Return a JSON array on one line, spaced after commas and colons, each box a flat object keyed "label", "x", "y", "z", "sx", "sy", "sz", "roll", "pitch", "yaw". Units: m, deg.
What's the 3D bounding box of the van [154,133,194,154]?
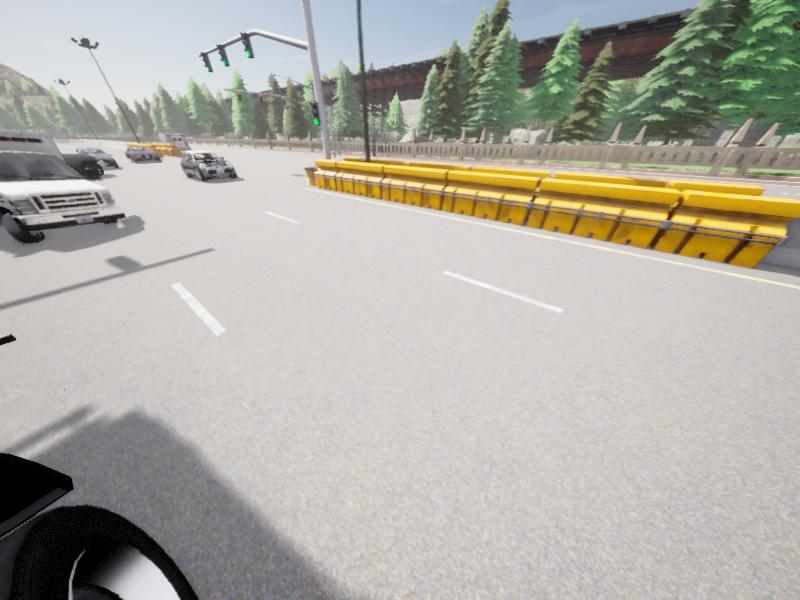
[{"label": "van", "x": -35.246, "y": -24.415, "z": 35.950, "sx": 6.366, "sy": 2.431, "sz": 2.351, "roll": 24, "pitch": 42, "yaw": 30}]

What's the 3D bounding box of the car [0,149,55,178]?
[{"label": "car", "x": -26.031, "y": -9.505, "z": 15.924, "sx": 4.181, "sy": 1.385, "sz": 1.994, "roll": 25, "pitch": 42, "yaw": 30}]

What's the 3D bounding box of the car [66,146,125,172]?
[{"label": "car", "x": -24.717, "y": -11.488, "z": 18.702, "sx": 5.357, "sy": 1.411, "sz": 2.033, "roll": 24, "pitch": 42, "yaw": 30}]

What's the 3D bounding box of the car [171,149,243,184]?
[{"label": "car", "x": -11.813, "y": -8.231, "z": 14.123, "sx": 3.806, "sy": 1.475, "sz": 1.970, "roll": 24, "pitch": 42, "yaw": 30}]

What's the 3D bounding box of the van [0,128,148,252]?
[{"label": "van", "x": -11.310, "y": -3.370, "z": 6.484, "sx": 6.366, "sy": 2.431, "sz": 2.351, "roll": 12, "pitch": 32, "yaw": 14}]

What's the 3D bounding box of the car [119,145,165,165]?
[{"label": "car", "x": -25.524, "y": -14.400, "z": 22.820, "sx": 4.181, "sy": 1.385, "sz": 1.994, "roll": 24, "pitch": 42, "yaw": 30}]

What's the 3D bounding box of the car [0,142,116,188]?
[{"label": "car", "x": -20.575, "y": -7.930, "z": 13.304, "sx": 1.932, "sy": 1.855, "sz": 4.605, "roll": 13, "pitch": 38, "yaw": 18}]

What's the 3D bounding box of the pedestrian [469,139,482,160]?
[{"label": "pedestrian", "x": 7.931, "y": -15.912, "z": 24.422, "sx": 0.751, "sy": 1.860, "sz": 0.751, "roll": 24, "pitch": 42, "yaw": 30}]
